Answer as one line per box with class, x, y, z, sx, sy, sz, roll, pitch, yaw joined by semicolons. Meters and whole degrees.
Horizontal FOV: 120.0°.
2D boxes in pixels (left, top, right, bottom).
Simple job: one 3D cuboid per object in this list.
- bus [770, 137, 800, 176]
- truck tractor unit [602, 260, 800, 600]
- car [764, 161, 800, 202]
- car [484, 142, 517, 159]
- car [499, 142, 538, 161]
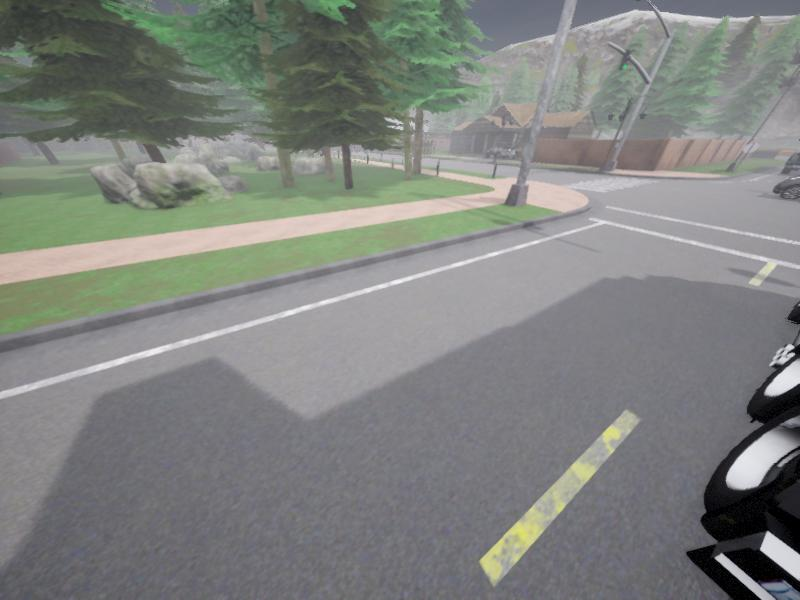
bus;36.814;-12.873;19.086;10.273;4.253;3.944;-18;39;-24
truck tractor unit;5.109;-0.301;0.793;6.516;4.208;3.053;-18;39;-24
car;19.470;-4.971;9.961;1.845;1.501;3.633;-19;40;-26
car;13.708;-20.419;31.554;3.866;1.878;1.905;-19;39;-25
car;15.347;-19.302;29.960;4.605;1.855;1.932;-19;39;-25
